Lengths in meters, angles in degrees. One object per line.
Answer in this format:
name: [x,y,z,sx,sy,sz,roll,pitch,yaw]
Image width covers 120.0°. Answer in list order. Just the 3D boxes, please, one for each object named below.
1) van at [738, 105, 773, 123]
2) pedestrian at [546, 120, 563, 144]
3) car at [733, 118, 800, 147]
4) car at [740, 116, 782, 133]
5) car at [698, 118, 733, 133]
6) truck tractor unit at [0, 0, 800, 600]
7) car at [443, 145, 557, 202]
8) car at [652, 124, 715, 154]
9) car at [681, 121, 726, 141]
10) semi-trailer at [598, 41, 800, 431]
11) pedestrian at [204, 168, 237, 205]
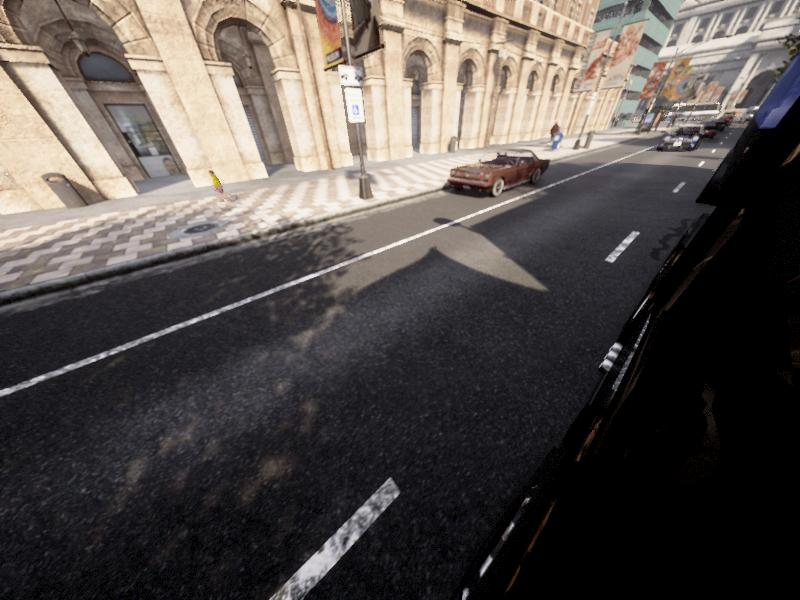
van: [70.358,-36.834,45.853,1.988,2.561,5.915,26,45,32]
pedestrian: [15.548,-16.929,23.310,0.751,1.860,0.751,24,44,31]
car: [27.324,-12.612,17.344,4.974,1.542,2.038,-28,44,-30]
car: [41.636,-20.281,26.700,5.357,1.411,2.033,-28,44,-30]
car: [39.950,-22.109,29.271,4.181,1.385,1.994,-28,44,-30]
truck tractor unit: [2.645,-0.295,0.351,6.516,4.208,3.053,-28,44,-30]
car: [4.060,-5.259,9.303,4.718,1.301,1.895,-29,44,-30]
car: [19.786,-11.276,16.113,3.806,1.475,1.970,-28,44,-30]
car: [29.645,-16.555,22.568,4.181,1.385,1.994,-28,44,-30]
semi-trailer: [8.678,-3.630,4.232,14.254,4.402,2.717,-28,44,-30]
pedestrian: [-6.424,-4.080,8.314,0.500,1.100,0.500,-18,40,-20]
